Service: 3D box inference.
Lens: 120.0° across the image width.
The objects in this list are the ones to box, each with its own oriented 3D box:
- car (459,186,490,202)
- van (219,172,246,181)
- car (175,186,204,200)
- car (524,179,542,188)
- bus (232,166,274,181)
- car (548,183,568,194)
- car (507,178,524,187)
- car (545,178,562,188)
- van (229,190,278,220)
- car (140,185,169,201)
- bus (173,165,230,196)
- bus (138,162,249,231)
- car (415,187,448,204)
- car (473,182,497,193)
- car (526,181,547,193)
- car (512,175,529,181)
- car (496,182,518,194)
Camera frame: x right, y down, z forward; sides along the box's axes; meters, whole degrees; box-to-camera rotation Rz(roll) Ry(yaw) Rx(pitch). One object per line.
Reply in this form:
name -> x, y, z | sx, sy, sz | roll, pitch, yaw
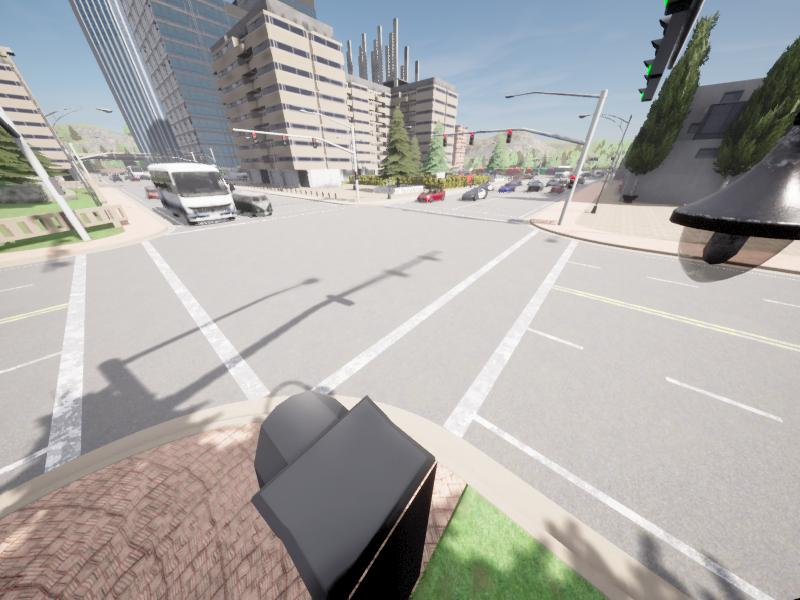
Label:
car -> 10.255, -14.559, 31.692 | 2.038, 1.542, 4.974 | 23, 37, 34
van -> -54.541, -40.466, 75.548 | 2.351, 2.431, 6.366 | 23, 37, 34
car -> -30.859, -15.745, 33.833 | 4.674, 1.442, 1.812 | 23, 37, 34
car -> 30.146, -26.364, 52.226 | 2.128, 1.511, 4.902 | 23, 37, 34
bus -> -48.457, -42.037, 76.444 | 3.944, 4.253, 10.273 | 23, 37, 34
car -> 27.174, -19.206, 39.702 | 1.789, 1.549, 3.705 | 23, 37, 34
car -> 26.780, -27.169, 53.416 | 2.033, 1.649, 4.856 | 23, 37, 34
car -> 34.400, -26.263, 51.849 | 2.033, 1.649, 4.856 | 23, 37, 34
van -> -13.557, -8.837, 21.325 | 4.442, 1.987, 1.775 | 21, 36, 32
car -> -34.720, -15.151, 32.640 | 3.988, 1.617, 1.851 | 23, 37, 34
bus -> -33.543, -20.298, 38.908 | 10.273, 4.253, 3.944 | 23, 37, 34
bus -> -17.858, -9.284, 19.835 | 10.273, 4.253, 3.944 | 23, 37, 34
car -> 4.201, -13.723, 30.248 | 2.007, 1.525, 4.514 | 24, 38, 35
car -> 15.312, -20.292, 41.622 | 2.038, 1.542, 4.974 | 23, 37, 34
car -> 24.818, -20.556, 41.968 | 1.930, 1.638, 5.238 | 23, 37, 34
car -> 40.921, -41.510, 78.367 | 4.611, 1.667, 2.242 | 23, 37, 34
car -> 18.889, -19.687, 40.601 | 2.007, 1.525, 4.514 | 23, 37, 34
